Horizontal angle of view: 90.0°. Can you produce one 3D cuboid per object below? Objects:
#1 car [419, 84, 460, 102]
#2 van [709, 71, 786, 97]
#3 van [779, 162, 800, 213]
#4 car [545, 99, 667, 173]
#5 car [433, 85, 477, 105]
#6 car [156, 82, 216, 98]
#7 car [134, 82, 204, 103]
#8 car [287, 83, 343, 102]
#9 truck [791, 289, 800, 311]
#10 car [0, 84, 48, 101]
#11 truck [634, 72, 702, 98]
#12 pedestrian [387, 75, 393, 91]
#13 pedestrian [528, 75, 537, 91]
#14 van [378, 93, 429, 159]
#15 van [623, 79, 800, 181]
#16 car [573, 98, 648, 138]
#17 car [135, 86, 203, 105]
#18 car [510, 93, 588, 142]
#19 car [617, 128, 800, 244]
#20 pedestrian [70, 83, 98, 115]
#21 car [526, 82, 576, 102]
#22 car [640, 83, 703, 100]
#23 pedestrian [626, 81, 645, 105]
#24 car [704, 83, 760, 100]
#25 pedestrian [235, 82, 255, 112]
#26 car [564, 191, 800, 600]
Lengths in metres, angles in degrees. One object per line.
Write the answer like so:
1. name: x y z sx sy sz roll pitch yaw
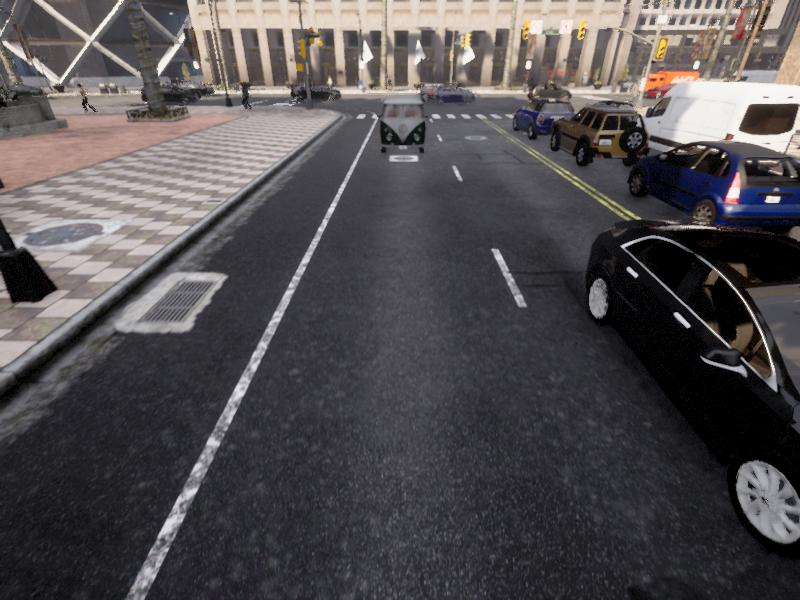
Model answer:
1. car: 3.797 -20.160 38.949 3.806 1.475 1.970 0 30 0
2. van: 38.400 -23.976 44.388 5.915 2.561 1.988 0 30 1
3. van: 10.567 -2.014 6.920 1.988 2.561 5.915 0 30 0
4. car: 7.134 -6.111 14.567 1.932 1.855 4.605 0 30 0
5. car: 4.906 -18.409 35.908 3.633 1.501 1.845 0 30 1
6. car: -23.752 -23.481 44.689 5.357 1.411 2.033 -4 31 -6
7. car: -22.206 -20.081 38.640 5.238 1.638 1.930 -4 30 -6
8. car: -8.196 -20.223 39.018 4.902 1.511 2.128 0 30 0
9. truck: 7.027 0.326 2.991 2.627 2.467 5.204 0 30 0
10. car: -38.574 -20.977 40.417 4.181 1.385 1.994 -17 35 -27
11. truck: 29.675 -23.978 44.498 5.204 2.467 2.627 0 30 1
12. pedestrian: -1.254 -28.401 52.288 0.751 1.860 0.751 -1 30 -2
13. pedestrian: 17.267 -28.316 52.152 0.751 1.860 0.751 0 30 1
14. van: 0.116 -7.233 16.375 1.775 1.987 4.442 0 30 0
15. van: 10.637 -6.253 14.159 1.988 2.561 5.915 0 30 0
16. car: 10.667 -9.439 20.595 1.845 1.501 3.633 0 30 1
17. car: -20.579 -18.311 35.813 4.674 1.442 1.812 -3 30 -5
18. car: 7.156 -9.133 19.809 2.097 1.767 4.553 0 30 1
19. car: 7.084 -2.825 9.224 1.851 1.617 3.988 0 30 0
20. pedestrian: -21.224 -13.543 26.912 0.751 1.860 0.751 -9 32 -16
21. car: 14.586 -20.156 38.818 3.988 1.617 1.851 0 30 1
22. car: 28.273 -21.791 41.741 4.792 1.488 2.163 0 30 1
23. pedestrian: 20.947 -18.445 35.601 0.751 1.860 0.751 -5 31 -9
24. car: 34.514 -21.752 41.681 3.806 1.475 1.970 0 30 1
25. pedestrian: -11.092 -14.591 28.705 0.751 1.860 0.751 8 31 13
26. car: 3.531 0.346 3.920 1.837 1.490 4.892 0 30 0
